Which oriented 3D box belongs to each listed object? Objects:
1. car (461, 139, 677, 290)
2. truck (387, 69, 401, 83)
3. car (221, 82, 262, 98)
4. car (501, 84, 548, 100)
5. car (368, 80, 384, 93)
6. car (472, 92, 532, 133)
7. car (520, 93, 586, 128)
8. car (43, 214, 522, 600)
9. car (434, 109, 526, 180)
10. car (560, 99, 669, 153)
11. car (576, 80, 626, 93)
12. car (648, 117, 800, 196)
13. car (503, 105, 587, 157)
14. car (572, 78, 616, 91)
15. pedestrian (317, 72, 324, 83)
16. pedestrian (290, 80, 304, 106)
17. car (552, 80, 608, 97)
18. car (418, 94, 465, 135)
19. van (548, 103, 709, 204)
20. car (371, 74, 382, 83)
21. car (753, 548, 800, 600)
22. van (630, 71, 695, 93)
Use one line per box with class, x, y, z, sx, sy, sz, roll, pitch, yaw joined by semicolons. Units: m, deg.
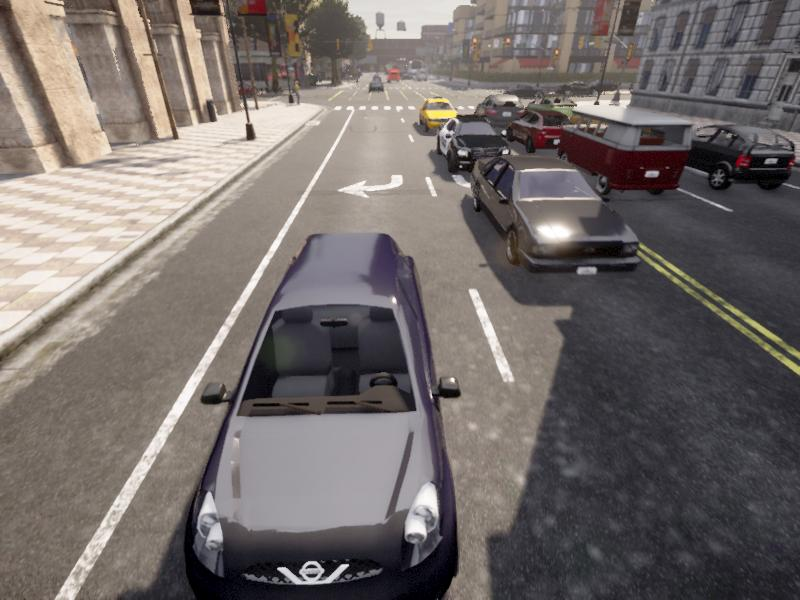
car;2.772;-2.131;8.252;2.033;1.411;5.357;-1;30;-2
truck;-1.291;-46.208;82.490;2.627;2.467;5.204;-1;30;-2
car;-17.390;-23.128;44.006;3.633;1.501;1.845;-1;30;-2
car;13.089;-21.959;42.143;4.181;1.385;1.994;-1;30;-2
car;-3.130;-28.364;53.077;1.994;1.385;4.181;-1;30;-2
car;5.567;-10.649;22.528;2.242;1.667;4.611;0;30;1
car;9.006;-11.434;24.009;2.007;1.525;4.514;-1;30;-2
car;-0.507;0.572;3.502;1.845;1.501;3.633;-1;30;-2
car;2.516;-5.617;14.073;2.038;1.542;4.974;-1;30;-2
car;9.337;-7.992;18.074;1.801;1.575;5.366;-1;30;-2
car;26.350;-28.075;52.555;5.357;1.411;2.033;-1;30;-2
car;9.618;-4.429;12.014;1.789;1.549;3.705;-1;30;-2
car;5.894;-7.233;16.886;1.816;1.474;4.193;-1;30;-2
car;26.935;-29.897;55.580;4.792;1.488;2.163;-1;30;-2
pedestrian;-15.642;-43.818;78.675;0.751;1.860;0.751;17;34;26
pedestrian;-8.481;-17.124;33.064;0.751;1.860;0.751;0;30;-1
car;20.292;-24.006;45.363;5.238;1.638;1.930;-1;30;-2
car;2.111;-10.340;22.092;1.801;1.575;5.366;-1;30;-2
van;6.132;-4.434;11.598;1.775;1.987;4.442;-1;30;-2
car;-4.816;-45.992;83.143;2.128;1.511;4.902;-1;30;-2
car;3.134;2.256;0.623;1.845;1.501;3.633;-1;30;-2
van;34.395;-28.700;52.594;6.366;2.431;2.351;-1;30;-2
